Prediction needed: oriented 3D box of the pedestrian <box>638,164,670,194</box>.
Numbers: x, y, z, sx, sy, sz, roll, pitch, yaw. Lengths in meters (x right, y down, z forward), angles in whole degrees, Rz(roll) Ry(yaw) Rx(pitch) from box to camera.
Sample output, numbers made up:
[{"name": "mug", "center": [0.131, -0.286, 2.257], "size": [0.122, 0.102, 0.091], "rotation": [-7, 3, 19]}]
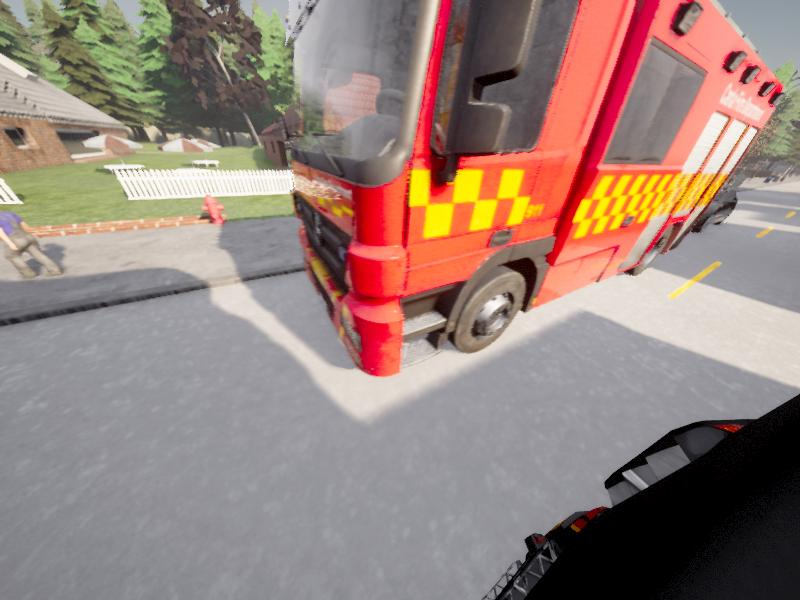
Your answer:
[{"name": "pedestrian", "center": [18.735, -8.952, 17.054], "size": [0.751, 1.860, 0.751], "rotation": [-19, 40, -30]}]

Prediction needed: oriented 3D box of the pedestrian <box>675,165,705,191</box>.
[{"name": "pedestrian", "center": [24.803, -10.457, 19.802], "size": [0.751, 1.860, 0.751], "rotation": [-18, 39, -28]}]

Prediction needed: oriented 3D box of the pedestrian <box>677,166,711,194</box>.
[{"name": "pedestrian", "center": [22.631, -9.262, 17.826], "size": [0.751, 1.860, 0.751], "rotation": [-19, 39, -29]}]

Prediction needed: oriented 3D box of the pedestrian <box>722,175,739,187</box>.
[{"name": "pedestrian", "center": [35.812, -12.880, 25.014], "size": [0.500, 1.100, 0.500], "rotation": [-16, 38, -26]}]

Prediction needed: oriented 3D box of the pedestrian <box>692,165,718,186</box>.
[{"name": "pedestrian", "center": [32.021, -13.030, 24.256], "size": [0.751, 1.860, 0.751], "rotation": [-15, 37, -25]}]

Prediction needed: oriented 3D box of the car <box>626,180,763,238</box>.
[{"name": "car", "center": [12.050, -3.925, 9.482], "size": [4.902, 1.511, 2.128], "rotation": [-16, 38, -26]}]

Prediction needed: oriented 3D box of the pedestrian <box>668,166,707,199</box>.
[{"name": "pedestrian", "center": [19.061, -7.814, 15.358], "size": [0.751, 1.860, 0.751], "rotation": [-18, 39, -29]}]

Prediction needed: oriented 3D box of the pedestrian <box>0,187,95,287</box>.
[{"name": "pedestrian", "center": [-5.945, -0.964, 3.560], "size": [0.751, 1.300, 0.751], "rotation": [-3, 34, -8]}]

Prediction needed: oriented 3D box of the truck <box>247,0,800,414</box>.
[{"name": "truck", "center": [2.711, -2.232, 4.091], "size": [8.468, 3.827, 2.891], "rotation": [-16, 38, -26]}]

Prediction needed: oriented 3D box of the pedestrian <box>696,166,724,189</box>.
[{"name": "pedestrian", "center": [29.468, -11.662, 21.989], "size": [0.751, 1.860, 0.751], "rotation": [-21, 40, -31]}]
